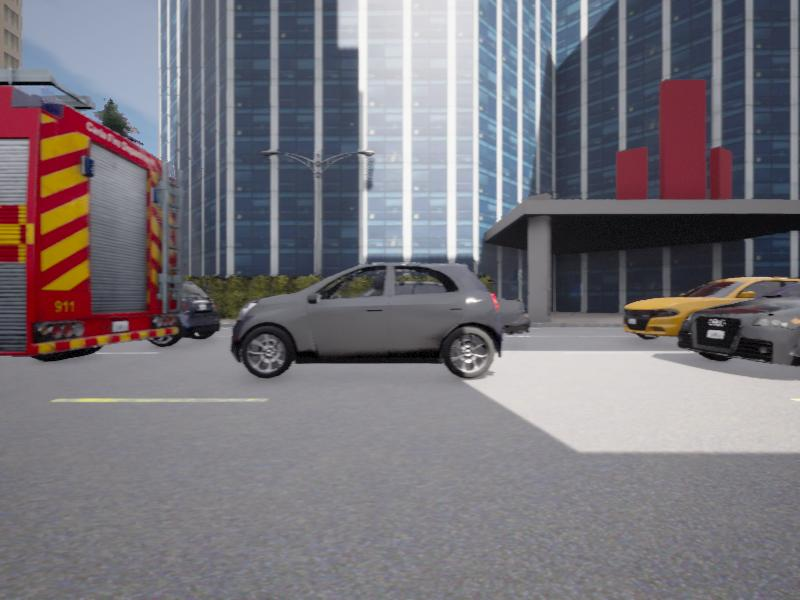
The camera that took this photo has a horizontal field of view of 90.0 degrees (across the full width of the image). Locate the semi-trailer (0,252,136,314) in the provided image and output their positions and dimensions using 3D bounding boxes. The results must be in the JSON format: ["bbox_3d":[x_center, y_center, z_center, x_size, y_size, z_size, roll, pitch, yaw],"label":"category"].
[{"bbox_3d":[-29.773,-1.211,35.593,2.717,4.402,14.254,0,0,2],"label":"semi-trailer"}]

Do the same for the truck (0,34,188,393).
[{"bbox_3d":[-8.029,-0.919,5.706,8.468,3.827,2.891,0,0,0],"label":"truck"}]

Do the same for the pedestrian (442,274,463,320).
[{"bbox_3d":[2.141,-0.115,16.397,0.751,1.860,0.751,0,0,0],"label":"pedestrian"}]

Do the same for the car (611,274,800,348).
[{"bbox_3d":[7.857,0.222,9.201,5.008,1.535,1.882,0,0,0],"label":"car"}]

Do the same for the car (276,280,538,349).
[{"bbox_3d":[0.142,0.295,9.203,5.357,1.411,2.033,0,0,0],"label":"car"}]

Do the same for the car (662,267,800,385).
[{"bbox_3d":[6.486,0.307,5.708,4.181,1.385,1.994,0,0,-1],"label":"car"}]

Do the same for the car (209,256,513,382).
[{"bbox_3d":[-0.462,0.227,5.701,3.633,1.501,1.845,0,0,0],"label":"car"}]

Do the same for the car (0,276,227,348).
[{"bbox_3d":[-6.313,0.255,9.199,3.806,1.475,1.970,0,0,0],"label":"car"}]
